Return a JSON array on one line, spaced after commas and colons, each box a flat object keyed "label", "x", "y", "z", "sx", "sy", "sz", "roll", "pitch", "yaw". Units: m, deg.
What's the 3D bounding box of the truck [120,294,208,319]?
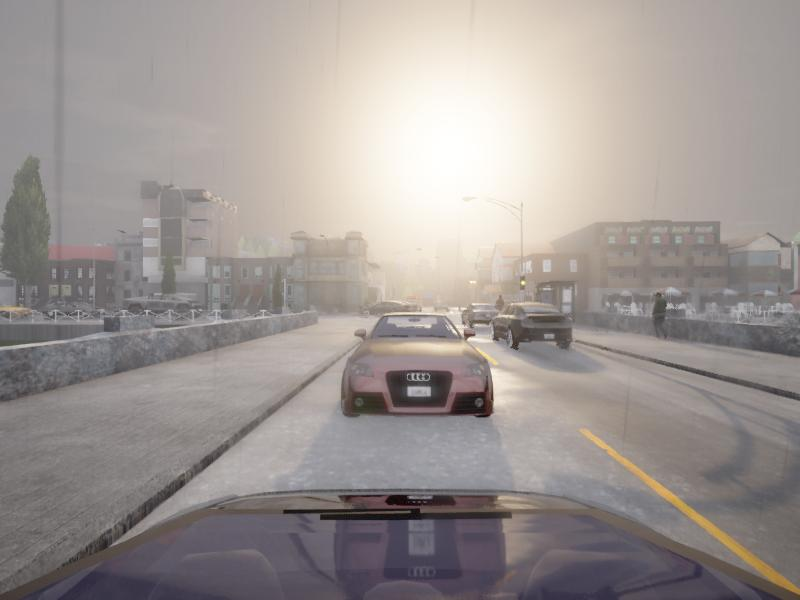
[{"label": "truck", "x": -20.415, "y": 0.542, "z": 34.832, "sx": 6.274, "sy": 2.098, "sz": 2.390, "roll": 0, "pitch": 0, "yaw": 2}]

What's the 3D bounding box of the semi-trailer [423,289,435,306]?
[{"label": "semi-trailer", "x": 7.592, "y": -0.621, "z": 106.932, "sx": 2.717, "sy": 4.402, "sz": 14.254, "roll": 0, "pitch": 0, "yaw": 2}]

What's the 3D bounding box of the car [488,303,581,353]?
[{"label": "car", "x": 4.512, "y": 0.843, "z": 14.290, "sx": 1.837, "sy": 1.490, "sz": 4.892, "roll": 0, "pitch": 0, "yaw": 2}]

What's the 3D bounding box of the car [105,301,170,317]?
[{"label": "car", "x": -25.517, "y": 0.836, "z": 39.005, "sx": 4.902, "sy": 1.511, "sz": 2.128, "roll": 0, "pitch": 0, "yaw": 2}]

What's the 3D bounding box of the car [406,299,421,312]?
[{"label": "car", "x": 1.929, "y": 0.694, "z": 56.940, "sx": 2.097, "sy": 1.767, "sz": 4.553, "roll": 0, "pitch": 0, "yaw": 2}]

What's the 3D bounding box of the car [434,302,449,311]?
[{"label": "car", "x": 5.977, "y": 0.944, "z": 58.370, "sx": 1.895, "sy": 1.301, "sz": 4.718, "roll": 0, "pitch": 0, "yaw": 2}]

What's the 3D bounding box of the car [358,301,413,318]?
[{"label": "car", "x": -1.396, "y": 0.845, "z": 37.483, "sx": 4.892, "sy": 1.490, "sz": 1.837, "roll": 0, "pitch": -2, "yaw": 27}]

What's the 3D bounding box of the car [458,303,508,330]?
[{"label": "car", "x": 4.812, "y": 0.895, "z": 23.931, "sx": 2.033, "sy": 1.411, "sz": 5.357, "roll": 0, "pitch": 0, "yaw": 2}]

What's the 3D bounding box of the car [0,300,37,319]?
[{"label": "car", "x": -35.539, "y": 0.801, "z": 35.340, "sx": 5.366, "sy": 1.575, "sz": 1.801, "roll": 0, "pitch": 0, "yaw": 2}]

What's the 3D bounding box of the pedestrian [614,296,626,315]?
[{"label": "pedestrian", "x": 22.426, "y": 0.557, "z": 40.718, "sx": 0.751, "sy": 1.860, "sz": 0.751, "roll": 0, "pitch": 0, "yaw": -20}]

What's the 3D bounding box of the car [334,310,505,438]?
[{"label": "car", "x": 0.239, "y": 0.907, "z": 6.750, "sx": 1.994, "sy": 1.385, "sz": 4.181, "roll": 0, "pitch": 0, "yaw": 0}]

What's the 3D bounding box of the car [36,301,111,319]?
[{"label": "car", "x": -28.550, "y": 0.836, "z": 35.105, "sx": 4.902, "sy": 1.511, "sz": 2.128, "roll": 0, "pitch": 0, "yaw": 2}]

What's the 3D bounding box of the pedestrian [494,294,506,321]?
[{"label": "pedestrian", "x": 7.233, "y": 0.533, "z": 28.901, "sx": 0.751, "sy": 1.860, "sz": 0.751, "roll": 0, "pitch": 0, "yaw": 19}]

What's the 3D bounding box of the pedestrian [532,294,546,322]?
[{"label": "pedestrian", "x": 9.521, "y": 0.533, "z": 27.401, "sx": 0.751, "sy": 1.860, "sz": 0.751, "roll": 0, "pitch": 0, "yaw": 10}]

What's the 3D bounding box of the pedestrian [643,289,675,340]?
[{"label": "pedestrian", "x": 9.805, "y": 0.533, "z": 15.173, "sx": 0.751, "sy": 1.860, "sz": 0.751, "roll": 0, "pitch": 0, "yaw": 2}]
